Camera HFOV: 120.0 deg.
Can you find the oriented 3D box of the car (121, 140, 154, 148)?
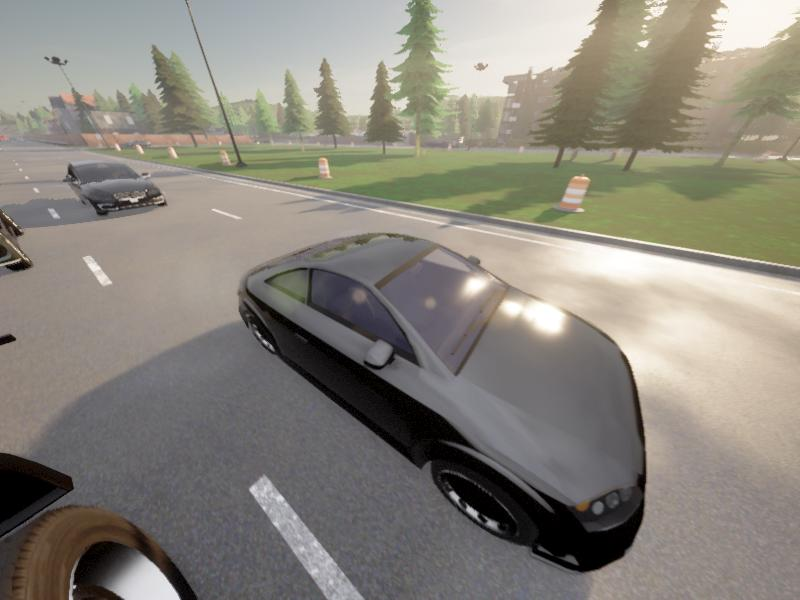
[{"bbox_3d":[-61.743,-36.786,54.401,2.007,1.525,4.514,12,37,17],"label":"car"}]

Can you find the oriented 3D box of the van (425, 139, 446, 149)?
[{"bbox_3d":[8.563,-37.460,55.425,4.442,1.987,1.775,22,41,28],"label":"van"}]

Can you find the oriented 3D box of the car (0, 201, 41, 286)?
[{"bbox_3d":[-9.750,-1.483,4.535,5.027,1.651,2.152,22,41,28],"label":"car"}]

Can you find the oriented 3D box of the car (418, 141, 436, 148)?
[{"bbox_3d":[6.939,-40.403,59.989,3.988,1.617,1.851,22,41,28],"label":"car"}]

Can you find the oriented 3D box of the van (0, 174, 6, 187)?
[{"bbox_3d":[-23.387,-7.187,12.212,4.442,1.987,1.775,22,41,28],"label":"van"}]

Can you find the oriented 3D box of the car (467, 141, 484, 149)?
[{"bbox_3d":[19.479,-40.220,59.790,3.705,1.549,1.789,22,41,28],"label":"car"}]

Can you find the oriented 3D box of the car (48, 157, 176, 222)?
[{"bbox_3d":[-10.893,-4.358,8.717,4.892,1.490,1.837,22,41,28],"label":"car"}]

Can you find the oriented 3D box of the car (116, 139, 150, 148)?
[{"bbox_3d":[-64.725,-38.027,56.070,2.242,1.667,4.611,14,37,18],"label":"car"}]

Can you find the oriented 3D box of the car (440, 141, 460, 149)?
[{"bbox_3d":[12.953,-40.410,60.038,4.611,1.667,2.242,22,41,28],"label":"car"}]

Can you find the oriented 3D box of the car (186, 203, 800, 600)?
[{"bbox_3d":[0.027,0.140,2.525,4.181,1.385,1.994,22,41,28],"label":"car"}]
